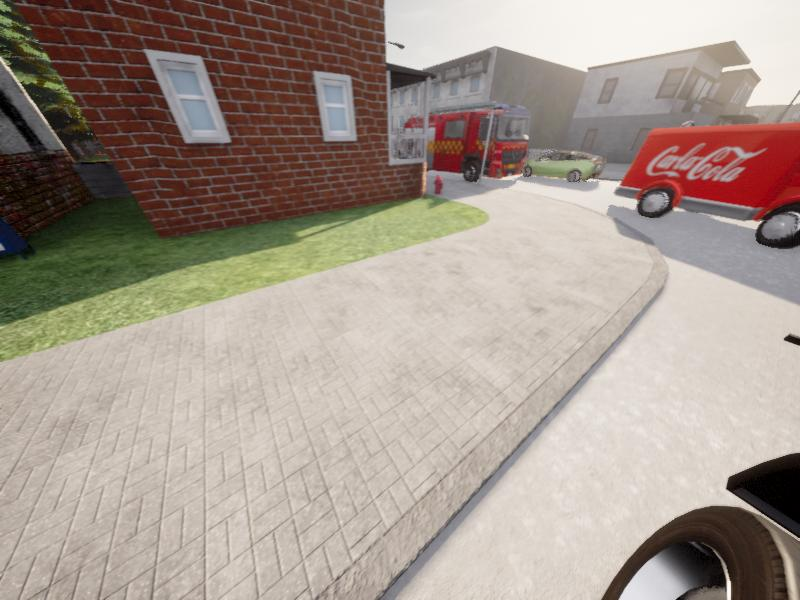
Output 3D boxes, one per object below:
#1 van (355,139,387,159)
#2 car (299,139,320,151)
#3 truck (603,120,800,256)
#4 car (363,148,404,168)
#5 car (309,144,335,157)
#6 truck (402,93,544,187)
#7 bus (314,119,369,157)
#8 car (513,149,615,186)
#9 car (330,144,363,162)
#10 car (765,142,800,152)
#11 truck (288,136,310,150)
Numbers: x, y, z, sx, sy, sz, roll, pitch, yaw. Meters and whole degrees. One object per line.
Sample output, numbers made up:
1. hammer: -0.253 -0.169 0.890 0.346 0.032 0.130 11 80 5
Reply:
1. van: -3.838 -19.791 30.206 2.069 2.038 4.480 -22 41 -28
2. car: -18.892 -32.183 47.890 2.150 2.045 5.566 -22 41 -28
3. truck: 9.691 -3.274 6.325 2.627 2.467 5.204 -7 35 -12
4. car: -1.668 -13.714 22.159 1.994 1.385 4.181 -21 40 -27
5. car: -11.449 -21.792 33.583 1.837 1.490 4.892 -22 41 -28
6. truck: 3.759 -10.242 15.067 2.891 3.827 8.468 -22 40 -28
7. bus: -9.161 -24.941 35.632 3.944 4.253 10.273 -22 41 -28
8. car: 9.790 -8.309 14.263 2.007 1.525 4.514 -23 41 -28
9. car: -6.494 -17.738 27.758 1.882 1.535 5.008 -22 40 -28
10. car: 67.790 -26.569 40.056 1.812 1.442 4.674 -22 41 -28
11. truck: -23.093 -35.899 52.825 2.627 2.467 5.204 -23 41 -29
